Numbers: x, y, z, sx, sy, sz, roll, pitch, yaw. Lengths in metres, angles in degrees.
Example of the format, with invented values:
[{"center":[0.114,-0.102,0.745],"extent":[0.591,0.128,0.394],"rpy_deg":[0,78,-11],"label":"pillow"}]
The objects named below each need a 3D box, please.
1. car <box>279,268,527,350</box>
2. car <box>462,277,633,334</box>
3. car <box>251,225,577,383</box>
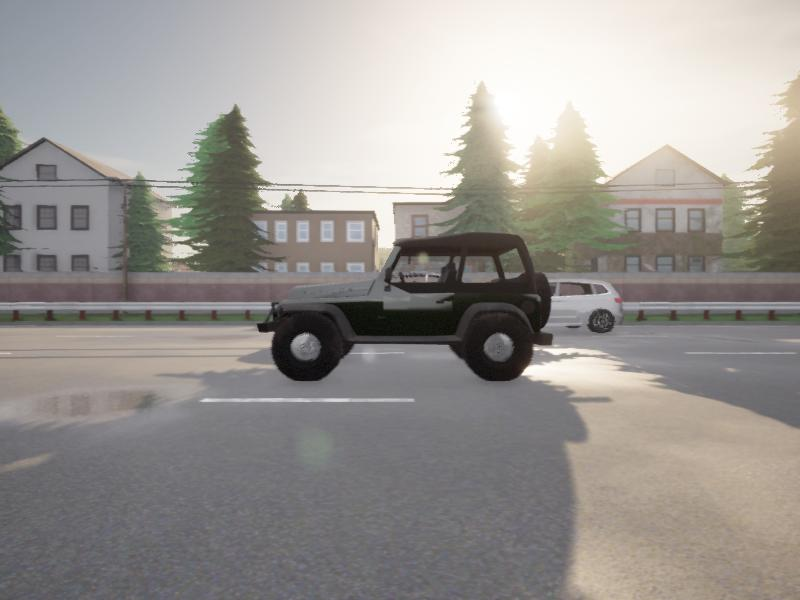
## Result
[{"center":[0.057,0.181,9.199],"extent":[5.027,1.651,2.152],"rpy_deg":[0,0,0],"label":"car"},{"center":[4.452,0.156,12.701],"extent":[4.611,1.667,2.242],"rpy_deg":[0,0,0],"label":"car"},{"center":[0.168,0.046,5.701],"extent":[3.866,1.878,1.905],"rpy_deg":[0,0,0],"label":"car"}]
